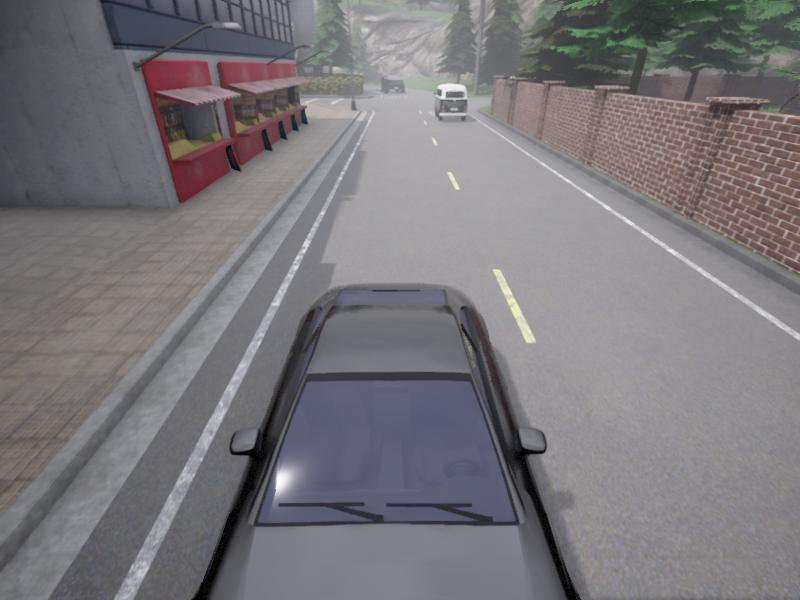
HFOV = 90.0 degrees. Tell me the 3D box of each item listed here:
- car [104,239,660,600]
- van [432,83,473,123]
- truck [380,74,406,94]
[{"bbox_3d":[-0.072,0.985,2.961,1.994,1.385,4.181,0,30,0],"label":"car"},{"bbox_3d":[3.309,-13.003,26.226,2.069,2.038,4.480,0,30,0],"label":"van"},{"bbox_3d":[-0.969,-28.051,51.901,2.390,2.098,6.274,-5,31,-8],"label":"truck"}]
